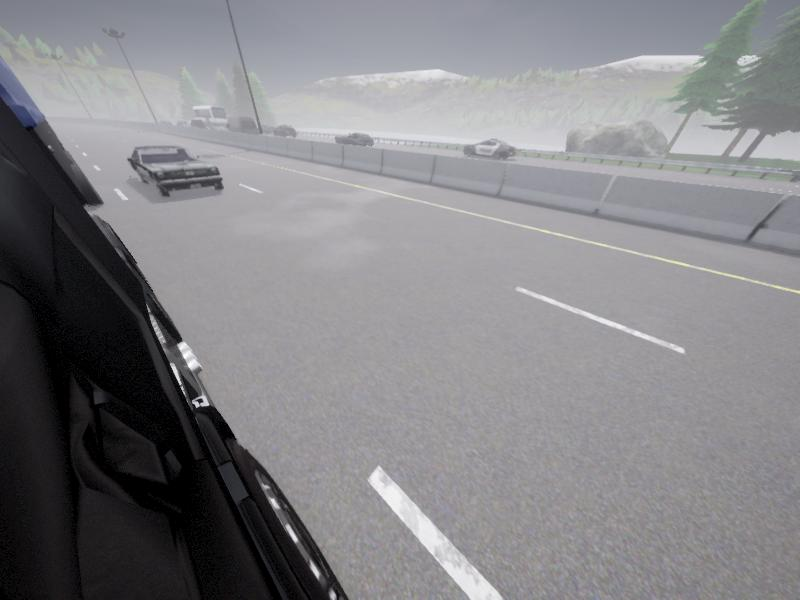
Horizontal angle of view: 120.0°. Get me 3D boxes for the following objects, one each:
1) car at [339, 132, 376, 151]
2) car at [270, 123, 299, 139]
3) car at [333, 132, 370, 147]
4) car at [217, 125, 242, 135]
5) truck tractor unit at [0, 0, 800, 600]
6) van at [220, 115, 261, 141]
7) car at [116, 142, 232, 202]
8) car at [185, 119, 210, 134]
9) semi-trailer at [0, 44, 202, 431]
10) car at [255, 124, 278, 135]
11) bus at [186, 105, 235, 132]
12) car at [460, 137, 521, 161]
[{"bbox_3d":[-4.593,-17.082,24.863,1.816,1.474,4.193,-25,45,-32],"label":"car"},{"bbox_3d":[-18.499,-27.052,37.011,4.605,1.855,1.932,30,45,32],"label":"car"},{"bbox_3d":[-6.105,-20.169,29.032,4.718,1.301,1.895,28,44,30],"label":"car"},{"bbox_3d":[-30.460,-30.378,41.250,4.718,1.301,1.895,28,44,30],"label":"car"},{"bbox_3d":[-2.645,-0.295,0.352,6.516,4.208,3.053,28,44,30],"label":"truck tractor unit"},{"bbox_3d":[-21.829,-23.547,31.617,5.915,2.561,1.988,28,44,30],"label":"van"},{"bbox_3d":[-8.585,-5.001,8.723,4.718,1.301,1.895,28,44,30],"label":"car"},{"bbox_3d":[-36.046,-30.846,41.065,3.866,1.878,1.905,28,44,30],"label":"car"},{"bbox_3d":[-8.708,-3.587,4.235,14.254,4.402,2.717,28,44,30],"label":"semi-trailer"},{"bbox_3d":[-26.495,-33.858,45.908,4.514,1.525,2.007,28,44,30],"label":"car"},{"bbox_3d":[-41.903,-40.101,51.078,10.273,4.253,3.944,25,42,27],"label":"bus"},{"bbox_3d":[8.544,-14.596,22.247,2.038,1.542,4.974,-25,45,-32],"label":"car"}]
